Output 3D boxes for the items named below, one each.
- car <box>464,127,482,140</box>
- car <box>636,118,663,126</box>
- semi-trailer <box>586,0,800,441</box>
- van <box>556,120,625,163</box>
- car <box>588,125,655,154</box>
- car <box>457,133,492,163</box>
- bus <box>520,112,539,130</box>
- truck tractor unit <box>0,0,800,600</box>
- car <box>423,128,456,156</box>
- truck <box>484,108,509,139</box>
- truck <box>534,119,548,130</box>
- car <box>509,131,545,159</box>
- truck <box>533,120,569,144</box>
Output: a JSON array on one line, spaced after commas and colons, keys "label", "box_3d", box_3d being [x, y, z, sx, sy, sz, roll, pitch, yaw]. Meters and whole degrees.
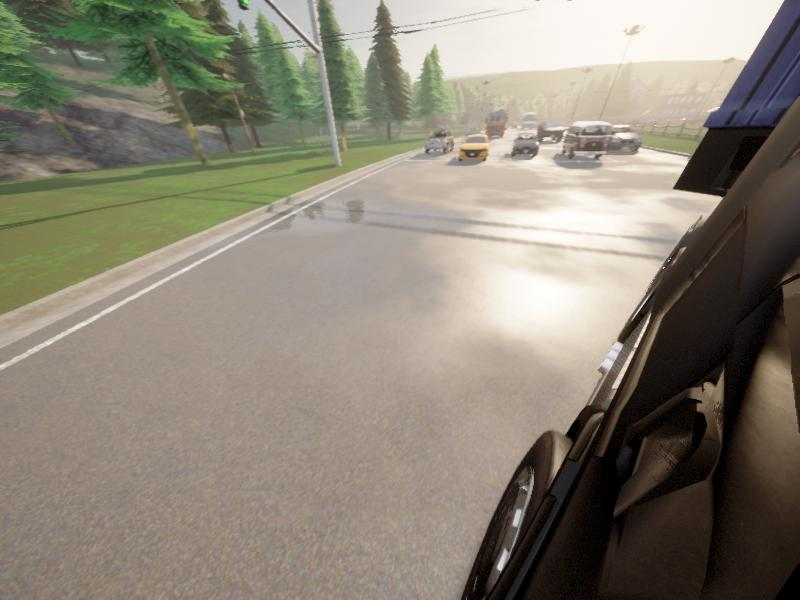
[{"label": "car", "box_3d": [12.515, -28.617, 39.597, 2.152, 1.651, 5.027, 12, 39, 18]}, {"label": "car", "box_3d": [75.437, -53.890, 69.962, 5.008, 1.535, 1.882, 11, 39, 17]}, {"label": "semi-trailer", "box_3d": [9.829, -2.385, 2.579, 14.254, 4.402, 2.717, -12, 37, -13]}, {"label": "van", "box_3d": [12.434, -10.770, 15.560, 2.069, 2.038, 4.480, 10, 39, 16]}, {"label": "car", "box_3d": [17.443, -12.979, 18.550, 2.242, 1.667, 4.611, 11, 39, 17]}, {"label": "car", "box_3d": [5.595, -11.351, 17.111, 1.882, 1.535, 5.008, 10, 38, 16]}, {"label": "bus", "box_3d": [40.779, -56.723, 73.245, 3.944, 4.253, 10.273, 12, 39, 18]}, {"label": "truck tractor unit", "box_3d": [2.645, -0.295, 0.351, 6.516, 4.208, 3.053, -28, 44, -30]}, {"label": "car", "box_3d": [3.738, -14.685, 21.351, 1.932, 1.855, 4.605, 11, 39, 17]}, {"label": "truck", "box_3d": [16.632, -30.234, 39.700, 2.891, 3.827, 8.468, 12, 39, 18]}, {"label": "truck", "box_3d": [42.147, -52.491, 69.044, 2.627, 2.467, 5.204, 12, 39, 18]}, {"label": "car", "box_3d": [9.609, -11.995, 17.812, 1.816, 1.474, 4.193, 10, 39, 16]}, {"label": "truck", "box_3d": [18.440, -20.826, 28.555, 2.390, 2.098, 6.274, 11, 39, 16]}]
